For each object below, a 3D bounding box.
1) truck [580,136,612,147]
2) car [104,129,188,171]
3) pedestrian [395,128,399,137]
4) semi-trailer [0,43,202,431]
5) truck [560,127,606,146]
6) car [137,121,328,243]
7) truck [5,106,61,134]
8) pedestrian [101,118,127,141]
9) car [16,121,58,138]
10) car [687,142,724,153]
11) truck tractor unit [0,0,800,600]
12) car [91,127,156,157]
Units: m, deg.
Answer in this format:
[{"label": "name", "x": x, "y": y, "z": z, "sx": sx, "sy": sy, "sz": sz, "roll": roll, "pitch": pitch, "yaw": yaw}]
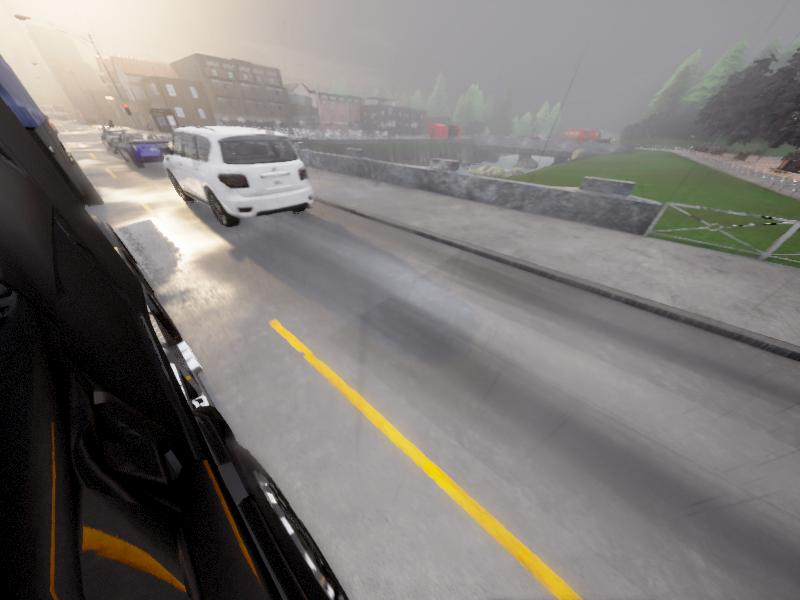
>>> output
[{"label": "truck", "x": 53.424, "y": -43.480, "z": 63.145, "sx": 6.274, "sy": 2.098, "sz": 2.390, "roll": 28, "pitch": 44, "yaw": 30}, {"label": "car", "x": -13.917, "y": -8.319, "z": 12.660, "sx": 4.514, "sy": 1.525, "sz": 2.007, "roll": 28, "pitch": 44, "yaw": 30}, {"label": "pedestrian", "x": -0.840, "y": -45.809, "z": 63.094, "sx": 0.751, "sy": 1.860, "sz": 0.751, "roll": 28, "pitch": 44, "yaw": 30}, {"label": "semi-trailer", "x": -8.701, "y": -3.596, "z": 4.237, "sx": 14.254, "sy": 4.402, "sz": 2.717, "roll": 28, "pitch": 44, "yaw": 30}, {"label": "truck", "x": 48.608, "y": -43.614, "z": 61.598, "sx": 8.468, "sy": 3.827, "sz": 2.891, "roll": 28, "pitch": 44, "yaw": 30}, {"label": "car", "x": -4.811, "y": -3.696, "z": 6.586, "sx": 5.566, "sy": 2.045, "sz": 2.150, "roll": 28, "pitch": 44, "yaw": 30}, {"label": "truck", "x": -44.846, "y": -22.025, "z": 28.378, "sx": 5.204, "sy": 2.467, "sz": 2.627, "roll": 28, "pitch": 44, "yaw": 30}, {"label": "pedestrian", "x": -29.677, "y": -17.732, "z": 23.997, "sx": 0.751, "sy": 1.860, "sz": 0.751, "roll": 14, "pitch": 38, "yaw": 15}, {"label": "car", "x": -38.355, "y": -18.094, "z": 24.482, "sx": 4.718, "sy": 1.301, "sz": 1.895, "roll": 28, "pitch": 44, "yaw": 30}, {"label": "car", "x": 69.547, "y": -34.816, "z": 52.703, "sx": 4.605, "sy": 1.855, "sz": 1.932, "roll": 28, "pitch": 44, "yaw": 30}, {"label": "truck tractor unit", "x": -2.645, "y": -0.295, "z": 0.351, "sx": 6.516, "sy": 4.208, "sz": 3.053, "roll": 28, "pitch": 44, "yaw": 30}, {"label": "car", "x": -19.912, "y": -11.445, "z": 16.596, "sx": 5.357, "sy": 1.411, "sz": 2.033, "roll": 28, "pitch": 44, "yaw": 30}]
